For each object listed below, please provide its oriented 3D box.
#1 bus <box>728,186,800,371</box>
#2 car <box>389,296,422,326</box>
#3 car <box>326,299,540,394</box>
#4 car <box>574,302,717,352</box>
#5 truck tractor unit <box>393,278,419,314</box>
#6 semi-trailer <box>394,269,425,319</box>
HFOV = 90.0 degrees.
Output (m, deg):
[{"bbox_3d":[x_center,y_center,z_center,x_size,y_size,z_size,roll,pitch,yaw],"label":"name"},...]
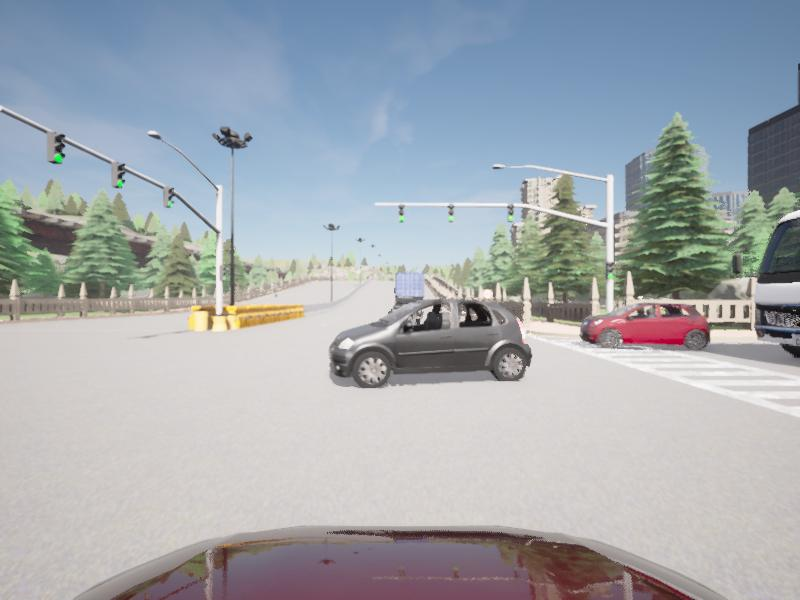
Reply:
[{"bbox_3d":[14.369,-0.529,9.247,10.273,4.253,3.944,0,0,0],"label":"bus"},{"bbox_3d":[0.294,0.675,27.153,1.932,1.855,4.605,1,0,-3],"label":"car"},{"bbox_3d":[0.559,0.794,8.208,3.988,1.617,1.851,0,0,-13],"label":"car"},{"bbox_3d":[7.986,0.838,13.353,3.633,1.501,1.845,0,0,10],"label":"car"},{"bbox_3d":[0.744,-0.610,50.170,3.053,4.208,6.516,0,2,0],"label":"truck tractor unit"},{"bbox_3d":[0.800,-0.605,42.275,2.717,4.402,14.254,0,0,-1],"label":"semi-trailer"}]
